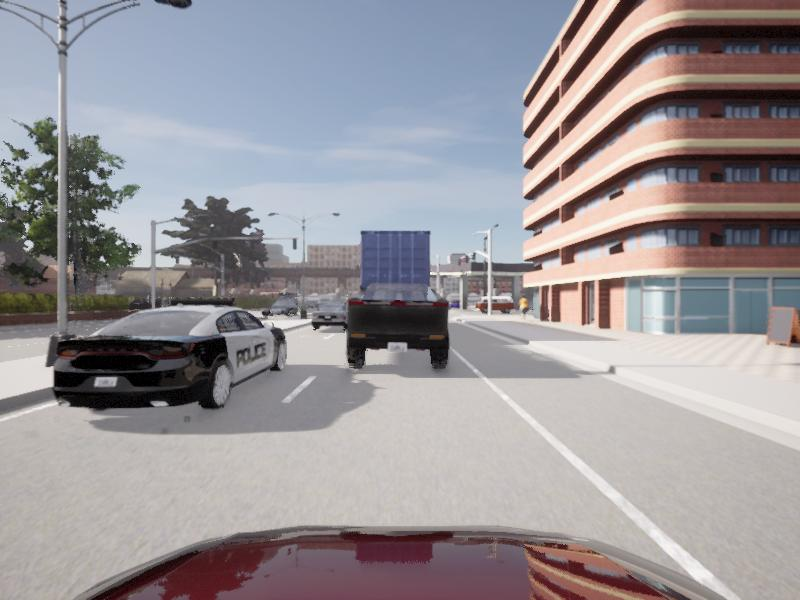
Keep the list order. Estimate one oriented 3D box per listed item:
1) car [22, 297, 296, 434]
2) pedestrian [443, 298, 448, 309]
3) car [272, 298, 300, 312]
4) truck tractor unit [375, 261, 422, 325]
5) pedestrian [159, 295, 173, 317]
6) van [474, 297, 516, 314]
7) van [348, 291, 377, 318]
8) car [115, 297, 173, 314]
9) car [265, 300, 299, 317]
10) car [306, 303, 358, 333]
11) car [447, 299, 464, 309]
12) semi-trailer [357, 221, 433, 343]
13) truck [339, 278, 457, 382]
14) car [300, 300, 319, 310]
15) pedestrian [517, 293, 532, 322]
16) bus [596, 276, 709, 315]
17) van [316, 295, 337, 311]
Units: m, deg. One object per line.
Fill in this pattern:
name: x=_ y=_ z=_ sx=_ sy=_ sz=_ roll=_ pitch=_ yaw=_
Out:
car: x=-3.542 y=0.779 z=7.382 sx=1.930 sy=1.638 sz=5.238 roll=0 pitch=0 yaw=0
pedestrian: x=7.241 y=0.554 z=63.136 sx=0.751 sy=1.860 sz=0.751 roll=0 pitch=0 yaw=6
car: x=-15.662 y=0.715 z=55.136 sx=1.932 sy=1.855 sz=4.605 roll=1 pitch=0 yaw=8
truck tractor unit: x=-0.157 y=-0.490 z=29.398 sx=3.053 sy=4.208 sz=6.516 roll=0 pitch=0 yaw=-1
pedestrian: x=-20.646 y=0.525 z=35.329 sx=0.751 sy=1.860 sz=0.751 roll=0 pitch=0 yaw=4
van: x=11.363 y=0.623 z=47.987 sx=4.480 sy=2.038 sz=2.069 roll=0 pitch=0 yaw=-2
van: x=-3.715 y=0.421 z=40.361 sx=2.351 sy=2.431 sz=6.366 roll=0 pitch=0 yaw=0
car: x=-30.449 y=0.620 z=47.743 sx=5.566 sy=2.045 sz=2.150 roll=0 pitch=0 yaw=0
car: x=-11.710 y=0.821 z=40.077 sx=2.033 sy=1.649 sz=4.856 roll=0 pitch=0 yaw=0
car: x=-3.626 y=0.919 z=22.501 sx=2.033 sy=1.411 sz=5.357 roll=0 pitch=0 yaw=0
car: x=9.352 y=0.711 z=68.175 sx=2.242 sy=1.667 sz=4.611 roll=0 pitch=0 yaw=0
semi-trailer: x=-0.146 y=-0.612 z=21.490 sx=2.717 sy=4.402 sz=14.254 roll=0 pitch=0 yaw=0
truck: x=-0.034 y=0.562 z=11.383 sx=2.390 sy=2.098 sz=6.274 roll=1 pitch=1 yaw=0
car: x=-15.355 y=0.854 z=67.997 sx=2.152 sy=1.651 sz=5.027 roll=0 pitch=0 yaw=0
pedestrian: x=8.259 y=0.491 z=26.595 sx=0.751 sy=1.860 sz=0.751 roll=0 pitch=0 yaw=0
bus: x=28.126 y=-0.486 z=44.953 sx=10.273 sy=4.253 sz=3.944 roll=0 pitch=0 yaw=-1
van: x=-11.842 y=0.448 z=64.867 sx=2.351 sy=2.431 sz=6.366 roll=0 pitch=0 yaw=0
